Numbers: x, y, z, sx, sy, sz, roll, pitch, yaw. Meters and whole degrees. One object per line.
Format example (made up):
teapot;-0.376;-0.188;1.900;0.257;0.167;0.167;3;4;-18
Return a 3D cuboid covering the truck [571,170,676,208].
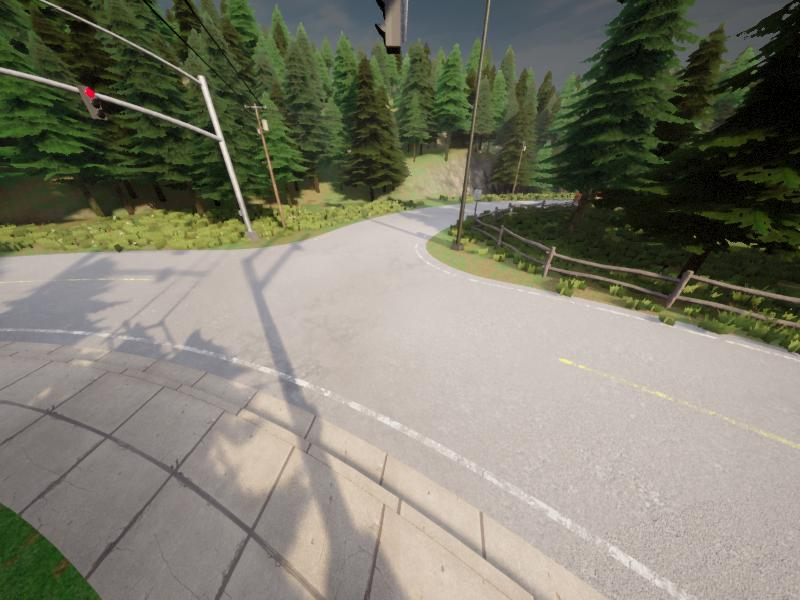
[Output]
truck;26.305;-13.356;27.672;8.468;3.827;2.891;-1;30;-1
